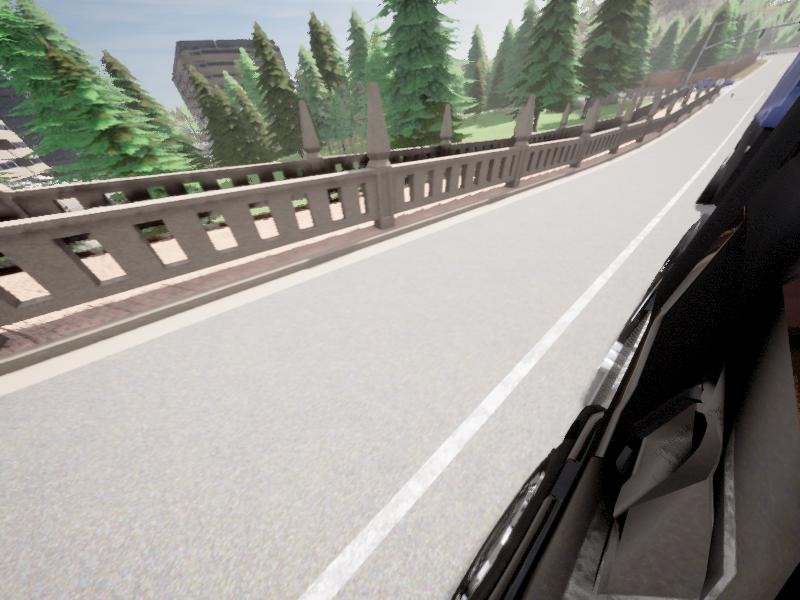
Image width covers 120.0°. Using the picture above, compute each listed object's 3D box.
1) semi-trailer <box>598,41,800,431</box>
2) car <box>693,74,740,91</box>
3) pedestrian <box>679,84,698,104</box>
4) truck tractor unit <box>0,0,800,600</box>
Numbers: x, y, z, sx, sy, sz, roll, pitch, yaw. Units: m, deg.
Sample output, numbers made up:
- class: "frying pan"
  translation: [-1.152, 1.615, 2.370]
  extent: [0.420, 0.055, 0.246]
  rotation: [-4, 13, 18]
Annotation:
- class: "semi-trailer"
  translation: [8.694, -3.603, 4.238]
  extent: [14.254, 4.402, 2.717]
  rotation: [-28, 44, -30]
- class: "car"
  translation: [54.509, -37.521, 39.880]
  extent: [2.007, 1.525, 4.514]
  rotation: [-35, 47, -27]
- class: "pedestrian"
  translation: [39.067, -27.929, 31.320]
  extent: [0.751, 1.860, 0.751]
  rotation: [-32, 45, -24]
- class: "truck tractor unit"
  translation: [2.645, -0.295, 0.351]
  extent: [6.516, 4.208, 3.053]
  rotation: [-28, 44, -30]
